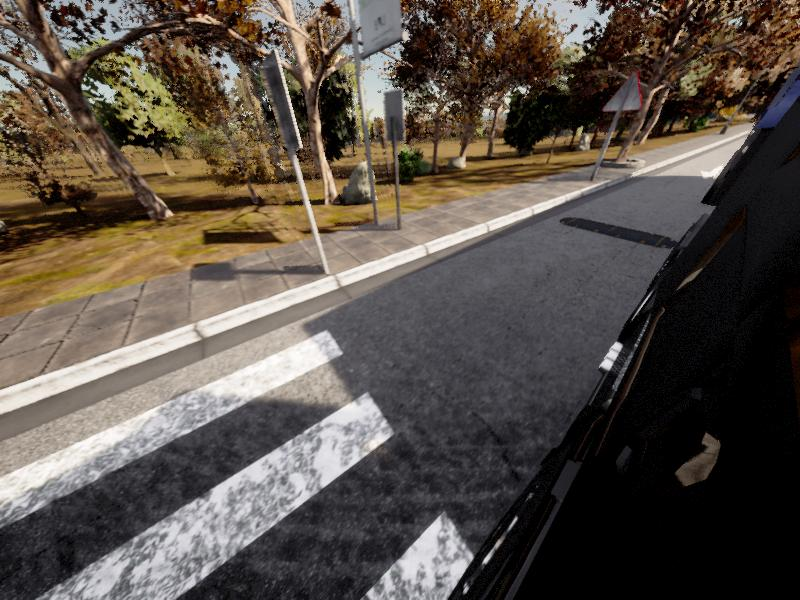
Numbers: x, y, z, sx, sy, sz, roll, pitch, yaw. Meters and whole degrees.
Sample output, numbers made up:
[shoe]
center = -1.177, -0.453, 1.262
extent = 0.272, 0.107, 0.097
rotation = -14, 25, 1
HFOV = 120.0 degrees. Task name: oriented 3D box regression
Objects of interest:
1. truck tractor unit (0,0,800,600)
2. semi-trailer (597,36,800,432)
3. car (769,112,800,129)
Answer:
[truck tractor unit]
center = 2.645, -0.295, 0.352
extent = 6.516, 4.208, 3.053
rotation = -28, 44, -30
[semi-trailer]
center = 8.732, -3.588, 4.186
extent = 14.254, 4.402, 2.717
rotation = -28, 44, -29
[car]
center = 46.084, -21.173, 27.240
extent = 4.181, 1.385, 1.994
rotation = -25, 42, -26
